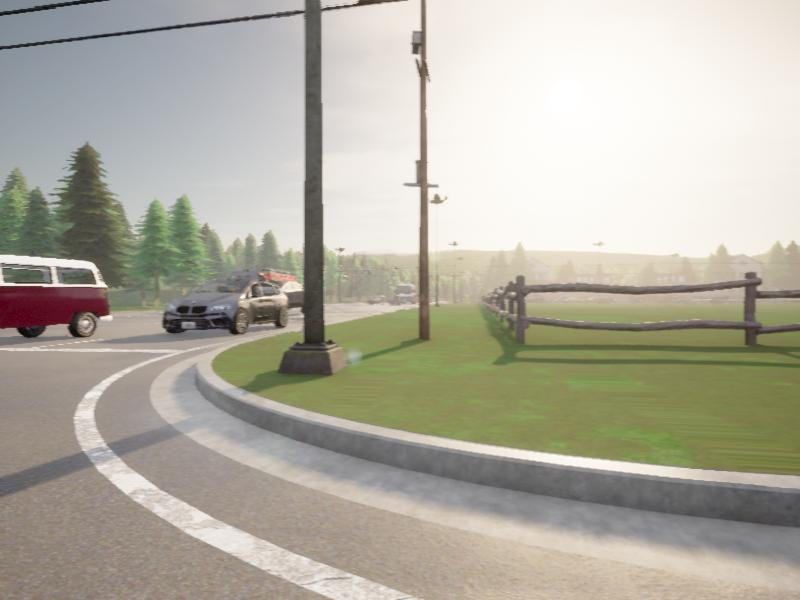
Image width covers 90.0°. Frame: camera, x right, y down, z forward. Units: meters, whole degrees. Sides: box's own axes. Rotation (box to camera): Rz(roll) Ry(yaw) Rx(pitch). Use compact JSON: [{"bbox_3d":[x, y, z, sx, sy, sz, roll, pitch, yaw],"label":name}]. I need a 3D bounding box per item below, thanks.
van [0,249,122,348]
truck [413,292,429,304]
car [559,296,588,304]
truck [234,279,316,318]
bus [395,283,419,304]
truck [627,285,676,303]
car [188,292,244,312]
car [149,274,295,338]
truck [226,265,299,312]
[{"bbox_3d":[-9.182,-0.033,9.274,2.069,2.038,4.480,0,1,6],"label":"van"},{"bbox_3d":[4.270,-0.405,80.828,2.627,2.467,5.204,0,0,8],"label":"truck"},{"bbox_3d":[36.732,-0.014,84.998,5.366,1.575,1.801,0,0,8],"label":"car"},{"bbox_3d":[-7.338,-0.090,24.491,2.390,2.098,6.274,0,0,7],"label":"truck"},{"bbox_3d":[1.630,-1.303,86.273,3.944,4.253,10.273,0,0,8],"label":"bus"},{"bbox_3d":[54.074,-1.197,86.182,8.468,3.827,2.891,0,0,8],"label":"truck"},{"bbox_3d":[-16.295,0.146,35.724,2.152,1.651,5.027,0,0,8],"label":"car"},{"bbox_3d":[-5.310,0.141,12.832,2.242,1.667,4.611,0,0,7],"label":"car"},{"bbox_3d":[-12.530,-0.967,37.391,2.891,3.827,8.468,0,0,8],"label":"truck"}]
